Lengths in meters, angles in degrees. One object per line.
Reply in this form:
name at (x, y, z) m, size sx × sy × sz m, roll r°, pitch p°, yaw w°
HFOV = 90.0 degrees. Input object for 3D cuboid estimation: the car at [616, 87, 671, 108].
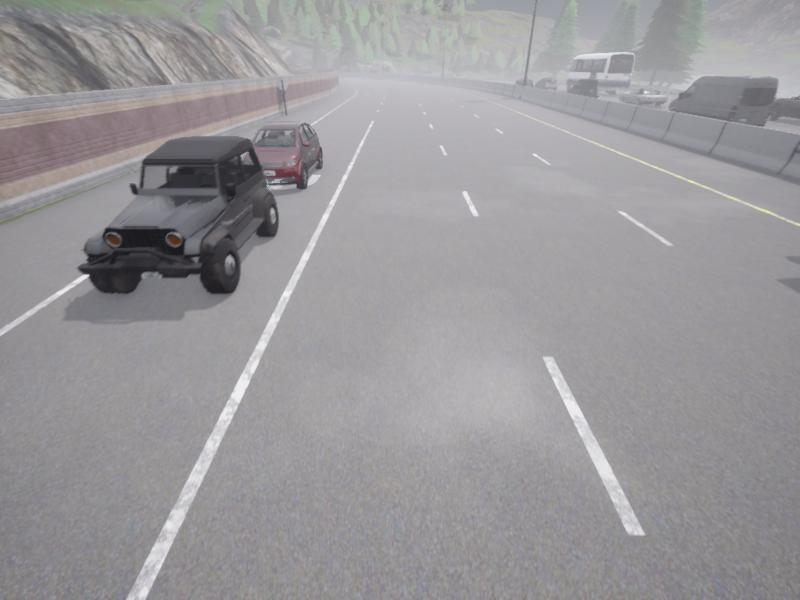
car at (21.058, -17.660, 34.814) m, size 1.895 × 1.301 × 4.718 m, roll 0°, pitch 30°, yaw 0°

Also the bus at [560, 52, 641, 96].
bus at (24.167, -27.846, 49.259) m, size 3.944 × 4.253 × 10.273 m, roll -2°, pitch 30°, yaw -3°

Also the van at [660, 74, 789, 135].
van at (17.547, -11.018, 22.263) m, size 1.988 × 2.561 × 5.915 m, roll 0°, pitch 31°, yaw 0°

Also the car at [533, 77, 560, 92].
car at (20.304, -29.997, 55.605) m, size 1.851 × 1.617 × 3.988 m, roll -3°, pitch 31°, yaw -5°

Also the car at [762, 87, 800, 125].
car at (24.613, -11.524, 23.778) m, size 1.932 × 1.855 × 4.605 m, roll 1°, pitch 31°, yaw 2°

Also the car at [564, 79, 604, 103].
car at (17.563, -20.131, 38.438) m, size 1.905 × 1.878 × 3.866 m, roll 0°, pitch 30°, yaw 0°

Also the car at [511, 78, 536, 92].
car at (16.857, -29.521, 54.774) m, size 1.789 × 1.549 × 3.705 m, roll -3°, pitch 31°, yaw -5°

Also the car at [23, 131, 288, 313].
car at (-3.476, -1.606, 6.845) m, size 1.905 × 1.878 × 3.866 m, roll 0°, pitch 30°, yaw 0°

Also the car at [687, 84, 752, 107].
car at (28.059, -18.112, 35.359) m, size 2.007 × 1.525 × 4.514 m, roll 0°, pitch 30°, yaw 0°

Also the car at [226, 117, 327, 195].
car at (-3.469, -4.443, 12.016) m, size 1.789 × 1.549 × 3.705 m, roll 0°, pitch 30°, yaw 0°
